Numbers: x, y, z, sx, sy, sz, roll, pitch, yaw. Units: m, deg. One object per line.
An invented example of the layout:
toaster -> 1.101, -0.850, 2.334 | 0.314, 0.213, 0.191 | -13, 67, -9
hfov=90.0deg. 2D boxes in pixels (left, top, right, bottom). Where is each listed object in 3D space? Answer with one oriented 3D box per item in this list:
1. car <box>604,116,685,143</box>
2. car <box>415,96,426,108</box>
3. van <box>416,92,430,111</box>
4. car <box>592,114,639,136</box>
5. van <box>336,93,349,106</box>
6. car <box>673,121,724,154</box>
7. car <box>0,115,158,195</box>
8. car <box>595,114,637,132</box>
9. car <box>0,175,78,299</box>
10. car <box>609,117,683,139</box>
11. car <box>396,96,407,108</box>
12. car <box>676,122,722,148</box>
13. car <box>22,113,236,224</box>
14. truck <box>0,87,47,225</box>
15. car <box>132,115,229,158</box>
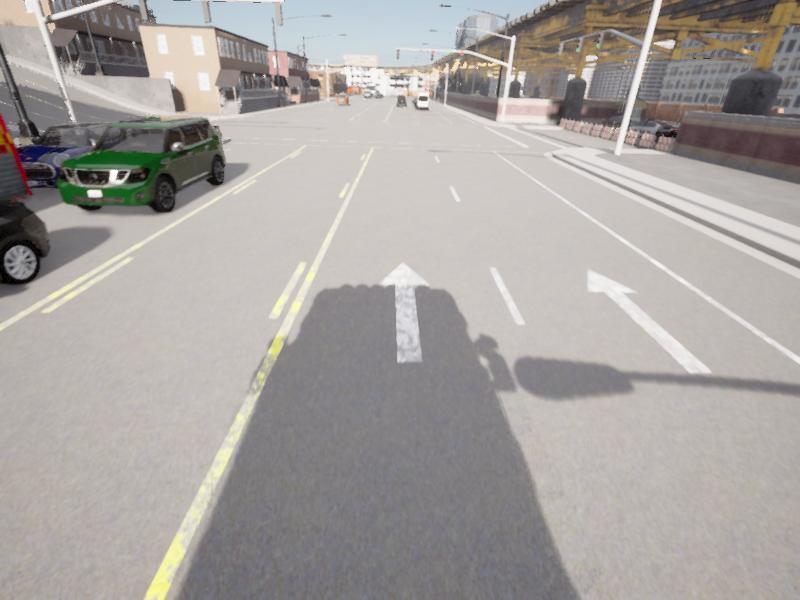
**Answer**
car -> 19.584, -13.783, 32.251 | 2.038, 1.542, 4.974 | -17, 34, -32
car -> 3.810, -37.220, 75.240 | 1.905, 1.878, 3.866 | 2, 28, -1
van -> 3.799, -33.676, 67.762 | 1.988, 2.561, 5.915 | 2, 28, -1
car -> 19.588, -15.934, 36.327 | 2.038, 1.542, 4.974 | 25, 36, 37
van -> -10.194, -35.770, 71.376 | 1.775, 1.987, 4.442 | 2, 28, -1
car -> 20.356, -11.255, 27.515 | 2.038, 1.542, 4.974 | 16, 31, 24
car -> -10.408, -4.883, 13.046 | 2.097, 1.767, 4.553 | 2, 28, -1
car -> 19.629, -16.090, 36.287 | 1.853, 1.218, 4.536 | 25, 36, 37
car -> -6.945, -0.330, 4.986 | 1.837, 1.490, 4.892 | 2, 28, -1
car -> 19.620, -13.902, 32.141 | 1.853, 1.218, 4.536 | -17, 34, -32
car -> 0.312, -37.252, 75.053 | 1.905, 1.878, 3.866 | 2, 28, -1
car -> 20.386, -11.415, 27.482 | 1.853, 1.218, 4.536 | 16, 31, 24
car -> -6.913, -4.012, 11.372 | 2.150, 2.045, 5.566 | 2, 28, -1
truck -> -10.405, -2.073, 5.548 | 2.891, 3.827, 8.468 | 2, 28, -1
car -> -10.419, -8.124, 19.622 | 2.033, 1.411, 5.357 | 1, 28, -3
